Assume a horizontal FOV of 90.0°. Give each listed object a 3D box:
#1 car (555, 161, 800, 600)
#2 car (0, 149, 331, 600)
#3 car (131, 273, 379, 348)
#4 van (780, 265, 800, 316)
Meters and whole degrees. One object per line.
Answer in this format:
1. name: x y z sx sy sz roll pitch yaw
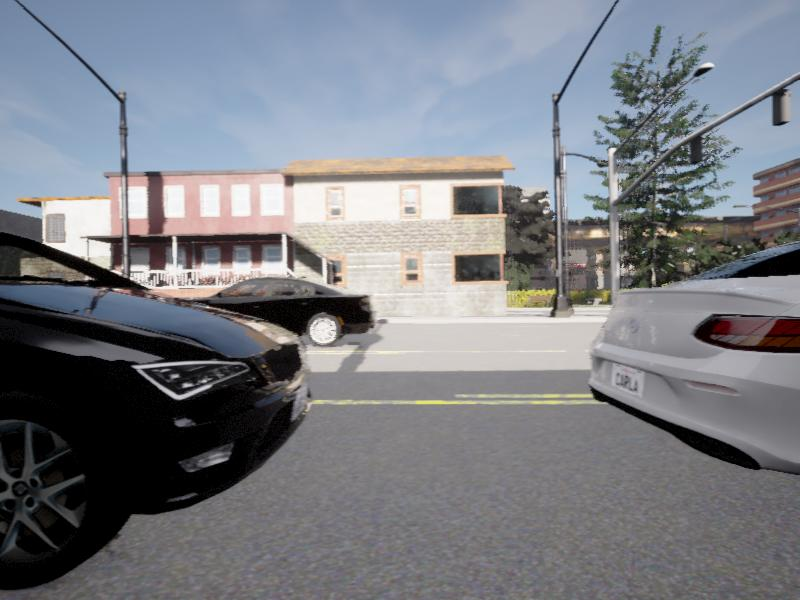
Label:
1. car: 3.553 0.259 2.222 4.674 1.442 1.812 0 0 0
2. car: -2.625 0.250 2.174 4.193 1.474 1.816 0 0 0
3. car: -3.016 0.217 9.168 5.008 1.535 1.882 0 0 0
4. van: 22.573 -0.543 19.330 1.988 2.561 5.915 -1 0 -43
